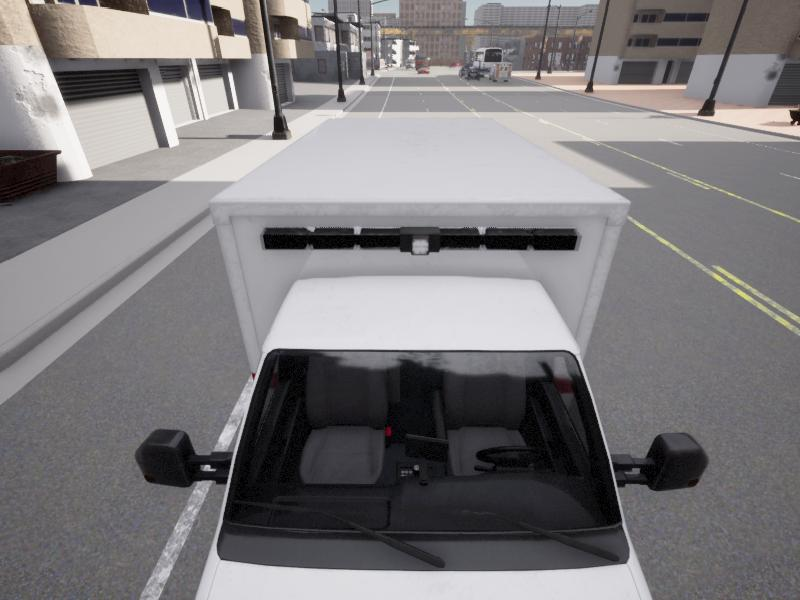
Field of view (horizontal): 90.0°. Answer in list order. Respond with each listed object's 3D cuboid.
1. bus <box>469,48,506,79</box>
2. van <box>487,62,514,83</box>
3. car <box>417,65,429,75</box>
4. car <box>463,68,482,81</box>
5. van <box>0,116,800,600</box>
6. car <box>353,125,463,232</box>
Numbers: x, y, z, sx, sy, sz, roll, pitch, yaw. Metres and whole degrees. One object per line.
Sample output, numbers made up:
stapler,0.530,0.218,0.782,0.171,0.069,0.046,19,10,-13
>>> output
bus,14.672,-40.329,67.956,3.944,4.253,10.273,0,32,0
van,14.698,-33.727,59.163,2.351,2.431,6.366,0,32,0
car,4.425,-44.076,76.620,2.242,1.667,4.611,2,32,3
car,11.224,-35.004,62.117,2.128,1.511,4.902,0,32,0
van,0.109,0.011,3.604,2.351,2.431,6.366,0,30,0
car,0.182,-3.330,10.226,2.128,1.511,4.902,0,30,0
